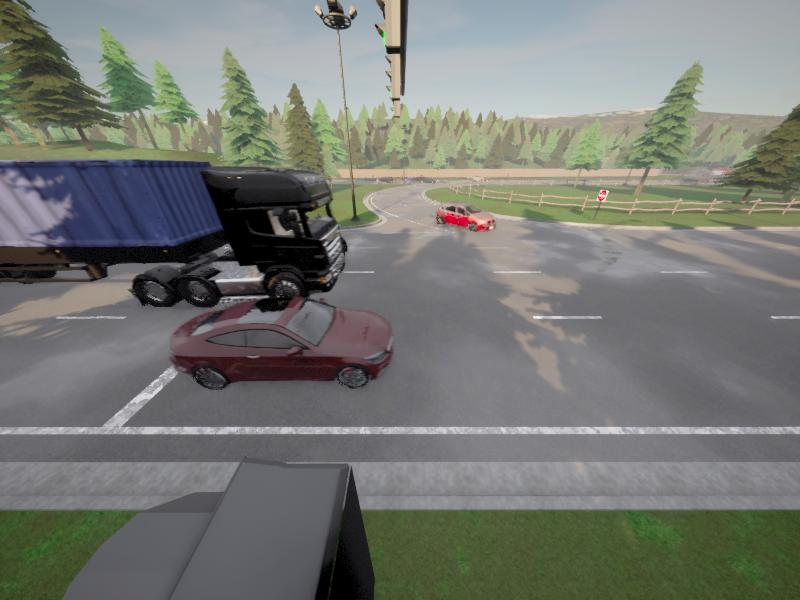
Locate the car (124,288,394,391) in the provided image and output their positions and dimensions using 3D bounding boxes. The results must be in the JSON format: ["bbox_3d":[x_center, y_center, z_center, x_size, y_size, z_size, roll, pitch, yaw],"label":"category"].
[{"bbox_3d":[-2.506,0.785,5.202,4.674,1.442,1.812,0,30,0],"label":"car"}]

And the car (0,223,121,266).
[{"bbox_3d":[-17.605,-2.747,11.233,4.974,1.542,2.038,0,30,0],"label":"car"}]

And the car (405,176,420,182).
[{"bbox_3d":[3.813,-36.645,70.023,4.514,1.525,2.007,0,30,0],"label":"car"}]

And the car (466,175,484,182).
[{"bbox_3d":[22.791,-36.863,69.978,4.605,1.855,1.932,0,30,0],"label":"car"}]

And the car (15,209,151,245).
[{"bbox_3d":[-19.174,-4.540,14.239,4.856,1.649,2.033,0,30,0],"label":"car"}]

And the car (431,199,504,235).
[{"bbox_3d":[4.845,-6.322,17.284,2.242,1.667,4.611,-23,37,-34],"label":"car"}]

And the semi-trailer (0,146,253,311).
[{"bbox_3d":[-13.322,-2.252,7.485,14.254,4.402,2.717,0,30,0],"label":"semi-trailer"}]

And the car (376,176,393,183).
[{"bbox_3d":[-4.210,-33.314,63.829,4.605,1.855,1.932,0,30,0],"label":"car"}]

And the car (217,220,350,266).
[{"bbox_3d":[-5.290,-2.797,11.210,5.238,1.638,1.930,1,30,0],"label":"car"}]

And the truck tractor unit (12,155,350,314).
[{"bbox_3d":[-5.409,-2.165,7.533,6.516,4.208,3.053,0,30,0],"label":"truck tractor unit"}]

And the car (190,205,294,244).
[{"bbox_3d":[-9.392,-4.646,14.183,4.605,1.855,1.932,-1,30,0],"label":"car"}]

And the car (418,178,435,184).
[{"bbox_3d":[7.011,-31.364,60.962,4.181,1.385,1.994,0,30,0],"label":"car"}]

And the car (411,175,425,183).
[{"bbox_3d":[5.224,-35.093,66.885,3.866,1.878,1.905,-1,30,1],"label":"car"}]
